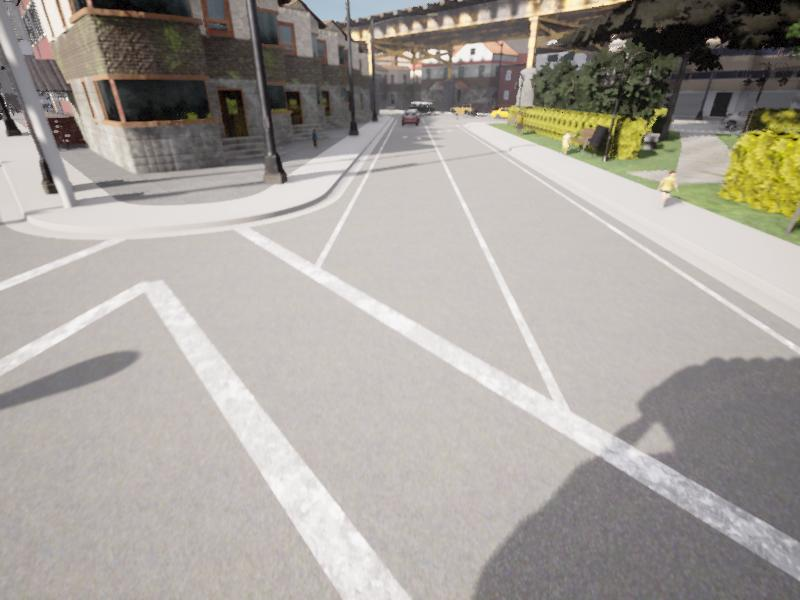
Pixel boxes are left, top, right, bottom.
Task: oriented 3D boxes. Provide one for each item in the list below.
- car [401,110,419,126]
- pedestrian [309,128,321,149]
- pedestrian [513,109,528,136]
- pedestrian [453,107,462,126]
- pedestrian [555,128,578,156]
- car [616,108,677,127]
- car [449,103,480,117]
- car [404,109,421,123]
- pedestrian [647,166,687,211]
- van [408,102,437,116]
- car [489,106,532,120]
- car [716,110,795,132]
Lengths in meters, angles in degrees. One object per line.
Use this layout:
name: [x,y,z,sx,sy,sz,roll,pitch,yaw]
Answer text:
car: [1.158,-20.378,44.801,1.970,1.475,3.806,1,27,3]
pedestrian: [-5.044,-9.587,23.776,0.500,1.100,0.500,2,27,4]
pedestrian: [9.303,-13.725,30.981,0.751,1.860,0.751,1,27,2]
pedestrian: [6.278,-20.148,43.851,0.751,1.860,0.751,7,28,13]
pedestrian: [8.761,-8.356,21.124,0.751,1.300,0.751,3,27,6]
car: [26.780,-19.947,43.662,2.152,1.651,5.027,-23,35,-38]
car: [10.216,-30.417,63.900,1.932,1.855,4.605,-23,35,-38]
car: [1.552,-23.034,49.981,1.970,1.475,3.806,1,27,2]
pedestrian: [7.331,-3.066,11.024,0.500,1.100,0.500,2,27,5]
van: [3.694,-31.303,65.488,2.069,2.038,4.480,-23,35,-38]
car: [15.042,-25.610,54.820,1.801,1.575,5.366,-22,34,-36]
car: [33.296,-16.858,37.601,2.152,1.651,5.027,-23,35,-38]
